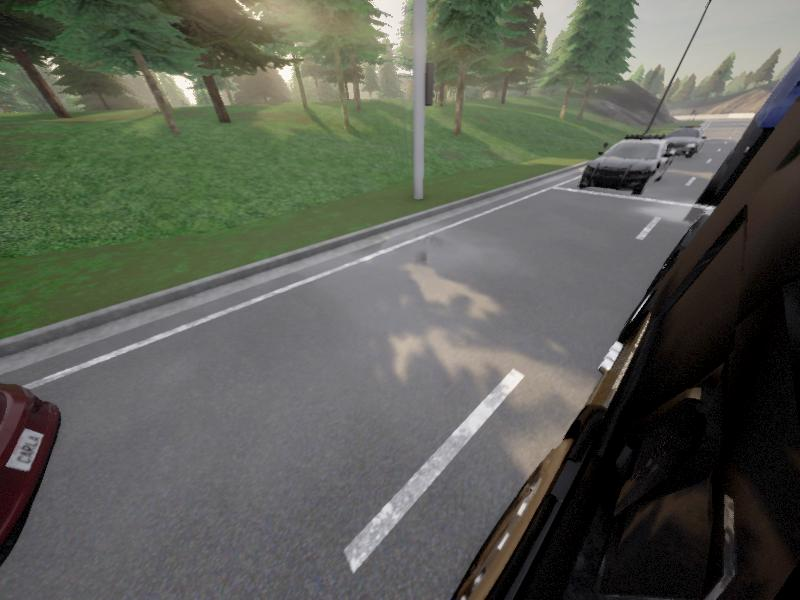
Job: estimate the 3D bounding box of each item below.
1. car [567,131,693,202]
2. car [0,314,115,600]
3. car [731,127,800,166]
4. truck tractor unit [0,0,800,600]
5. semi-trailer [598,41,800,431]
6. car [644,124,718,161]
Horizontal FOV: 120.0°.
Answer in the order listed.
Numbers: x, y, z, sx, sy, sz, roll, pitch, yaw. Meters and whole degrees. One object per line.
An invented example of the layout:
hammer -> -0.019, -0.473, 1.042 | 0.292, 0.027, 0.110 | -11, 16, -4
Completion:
car -> 8.749, -5.242, 8.723 | 5.238, 1.638, 1.930 | -28, 44, -30
car -> -4.275, 1.805, 0.307 | 4.674, 1.442, 1.812 | -28, 44, -30
car -> 19.671, -8.132, 12.117 | 4.181, 1.385, 1.994 | -27, 43, -29
truck tractor unit -> 2.645, -0.295, 0.351 | 6.516, 4.208, 3.053 | -28, 44, -30
semi-trailer -> 8.693, -3.610, 4.232 | 14.254, 4.402, 2.717 | -28, 44, -30
car -> 17.944, -10.115, 14.735 | 4.974, 1.542, 2.038 | -28, 44, -30
